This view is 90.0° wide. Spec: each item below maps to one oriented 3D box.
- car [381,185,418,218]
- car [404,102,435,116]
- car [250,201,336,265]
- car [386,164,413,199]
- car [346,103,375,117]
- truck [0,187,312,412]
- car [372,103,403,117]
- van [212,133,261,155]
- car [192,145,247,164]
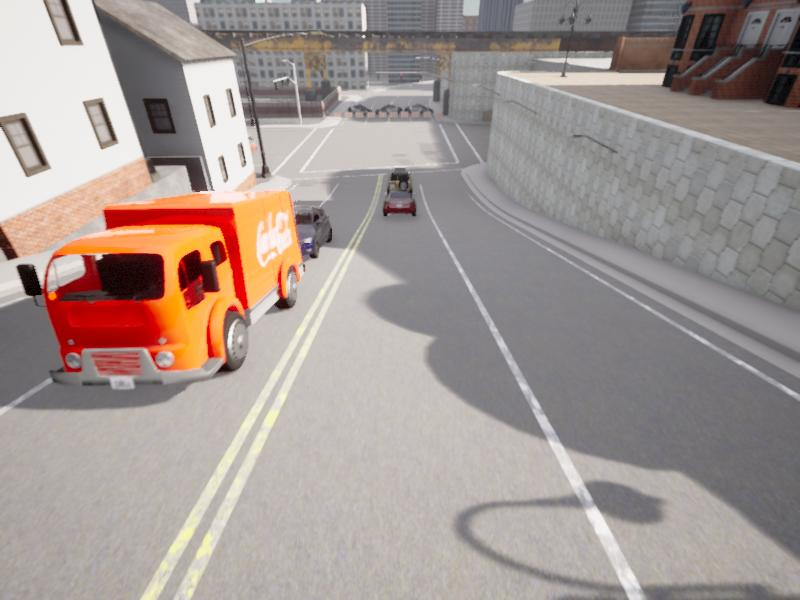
[{"bbox_3d":[-0.017,-5.948,23.913,1.994,1.385,4.181,0,21,0],"label":"car"},{"bbox_3d":[3.328,-32.762,68.582,4.974,1.542,2.038,17,36,24],"label":"car"},{"bbox_3d":[-3.515,-2.486,14.027,1.816,1.474,4.193,-1,20,0],"label":"car"},{"bbox_3d":[-0.016,-9.121,30.551,1.932,1.855,4.605,0,26,0],"label":"car"},{"bbox_3d":[-6.652,-32.347,67.978,4.974,1.542,2.038,27,42,36],"label":"car"},{"bbox_3d":[-3.554,-0.576,7.277,2.627,2.467,5.204,-1,19,0],"label":"truck"},{"bbox_3d":[-2.044,-32.345,67.956,4.974,1.542,2.038,-22,39,-30],"label":"car"},{"bbox_3d":[-18.017,-17.269,44.266,4.442,1.987,1.775,0,33,0],"label":"van"},{"bbox_3d":[-18.624,-15.087,41.384,4.674,1.442,1.812,-1,33,-1],"label":"car"}]
